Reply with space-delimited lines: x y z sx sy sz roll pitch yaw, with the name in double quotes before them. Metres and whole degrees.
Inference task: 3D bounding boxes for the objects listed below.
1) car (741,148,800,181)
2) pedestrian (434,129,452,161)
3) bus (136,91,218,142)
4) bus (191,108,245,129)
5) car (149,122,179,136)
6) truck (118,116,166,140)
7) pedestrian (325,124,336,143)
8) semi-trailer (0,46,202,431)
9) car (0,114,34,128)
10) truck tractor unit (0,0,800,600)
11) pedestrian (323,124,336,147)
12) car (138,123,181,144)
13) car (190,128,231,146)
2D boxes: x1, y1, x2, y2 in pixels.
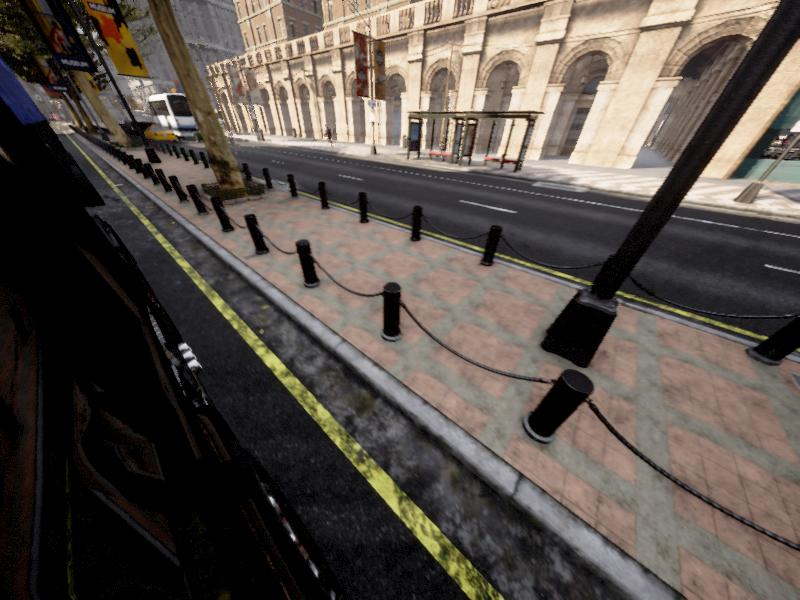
"car" 25.965 -8.384 14.469 4.786 1.482 2.161 28 44 30
"pedestrian" 3.134 -11.339 16.889 0.751 1.860 0.751 28 44 30
"bus" -27.388 -22.360 28.382 10.273 4.253 3.944 28 44 30
"bus" -50.420 -50.354 64.340 3.944 4.253 10.273 28 44 30
"car" -35.277 -25.525 34.492 4.892 1.490 1.837 28 44 30
"truck" -31.639 -21.082 28.284 6.274 2.098 2.390 28 44 30
"pedestrian" -8.431 -20.279 28.181 0.751 1.860 0.751 -29 47 -35
"semi-trailer" -8.712 -3.572 4.249 14.254 4.402 2.717 28 44 30
"car" -69.160 -31.535 40.581 4.605 1.855 1.932 -17 41 -23
"truck tractor unit" -2.645 -0.295 0.351 6.516 4.208 3.053 28 44 30
"pedestrian" -7.225 -16.822 23.665 0.751 1.860 0.751 21 41 24
"car" -25.453 -17.595 24.385 5.366 1.575 1.801 28 44 30
"car" -20.310 -17.515 24.748 4.718 1.301 1.895 28 44 30
